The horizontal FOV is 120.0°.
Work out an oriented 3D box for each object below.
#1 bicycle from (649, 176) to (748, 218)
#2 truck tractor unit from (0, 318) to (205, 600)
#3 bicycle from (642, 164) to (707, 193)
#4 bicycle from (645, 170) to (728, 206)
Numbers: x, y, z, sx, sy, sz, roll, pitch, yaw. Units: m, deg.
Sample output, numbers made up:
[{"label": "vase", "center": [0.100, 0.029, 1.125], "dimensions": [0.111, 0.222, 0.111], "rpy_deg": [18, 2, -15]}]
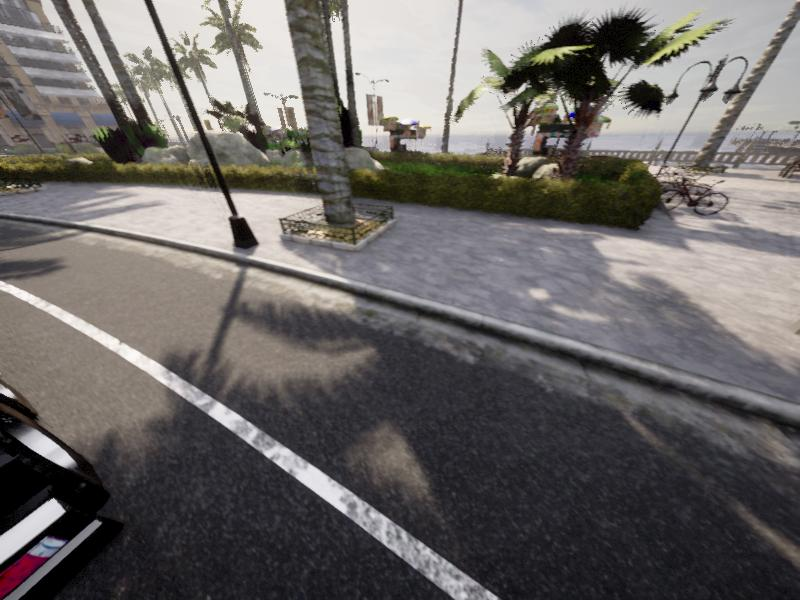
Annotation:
[{"label": "bicycle", "center": [9.492, -3.356, 7.489], "dimensions": [1.643, 1.024, 0.373], "rpy_deg": [24, 42, 31]}, {"label": "truck tractor unit", "center": [-5.205, -0.194, 0.650], "dimensions": [6.516, 4.208, 3.053], "rpy_deg": [14, 37, 20]}, {"label": "bicycle", "center": [12.609, -5.644, 10.706], "dimensions": [1.643, 1.024, 0.373], "rpy_deg": [24, 42, 31]}, {"label": "bicycle", "center": [10.739, -4.271, 8.776], "dimensions": [1.643, 1.024, 0.373], "rpy_deg": [24, 42, 31]}]
